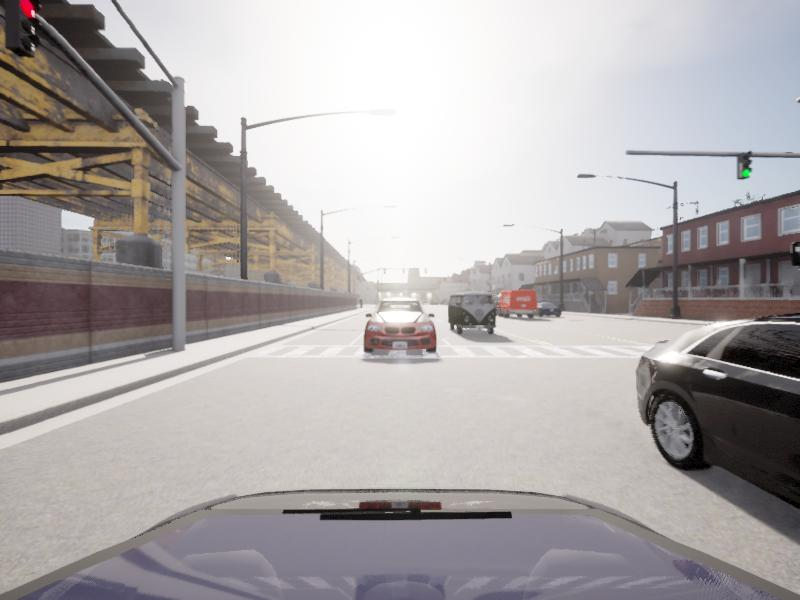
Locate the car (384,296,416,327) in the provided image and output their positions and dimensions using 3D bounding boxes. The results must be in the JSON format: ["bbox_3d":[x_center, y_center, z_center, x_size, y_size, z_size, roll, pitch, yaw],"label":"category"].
[{"bbox_3d":[0.004,0.658,25.827,1.905,1.878,3.866,0,1,0],"label":"car"}]

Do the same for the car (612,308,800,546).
[{"bbox_3d":[3.501,0.846,2.431,1.837,1.490,4.892,0,0,0],"label":"car"}]

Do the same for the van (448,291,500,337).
[{"bbox_3d":[3.504,0.611,19.743,1.775,1.987,4.442,0,0,0],"label":"van"}]

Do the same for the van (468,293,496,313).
[{"bbox_3d":[10.510,0.408,51.716,2.351,2.431,6.366,0,0,0],"label":"van"}]

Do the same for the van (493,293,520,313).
[{"bbox_3d":[13.998,0.353,52.946,1.988,2.561,5.915,0,0,0],"label":"van"}]

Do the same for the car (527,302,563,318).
[{"bbox_3d":[13.998,0.930,38.777,1.994,1.385,4.181,0,0,1],"label":"car"}]

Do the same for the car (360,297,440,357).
[{"bbox_3d":[0.005,0.765,13.575,2.242,1.667,4.611,0,0,0],"label":"car"}]

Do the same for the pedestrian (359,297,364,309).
[{"bbox_3d":[-6.209,0.522,64.261,0.751,1.860,0.751,0,0,-3],"label":"pedestrian"}]

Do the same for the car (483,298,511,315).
[{"bbox_3d":[10.506,0.678,43.742,1.932,1.855,4.605,0,0,0],"label":"car"}]

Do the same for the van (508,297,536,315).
[{"bbox_3d":[13.999,0.622,46.107,1.775,1.987,4.442,0,0,0],"label":"van"}]

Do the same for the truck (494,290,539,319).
[{"bbox_3d":[10.506,0.377,36.519,2.627,2.467,5.204,0,0,0],"label":"truck"}]

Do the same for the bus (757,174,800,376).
[{"bbox_3d":[10.379,-0.532,4.267,3.944,4.253,10.273,0,0,0],"label":"bus"}]
